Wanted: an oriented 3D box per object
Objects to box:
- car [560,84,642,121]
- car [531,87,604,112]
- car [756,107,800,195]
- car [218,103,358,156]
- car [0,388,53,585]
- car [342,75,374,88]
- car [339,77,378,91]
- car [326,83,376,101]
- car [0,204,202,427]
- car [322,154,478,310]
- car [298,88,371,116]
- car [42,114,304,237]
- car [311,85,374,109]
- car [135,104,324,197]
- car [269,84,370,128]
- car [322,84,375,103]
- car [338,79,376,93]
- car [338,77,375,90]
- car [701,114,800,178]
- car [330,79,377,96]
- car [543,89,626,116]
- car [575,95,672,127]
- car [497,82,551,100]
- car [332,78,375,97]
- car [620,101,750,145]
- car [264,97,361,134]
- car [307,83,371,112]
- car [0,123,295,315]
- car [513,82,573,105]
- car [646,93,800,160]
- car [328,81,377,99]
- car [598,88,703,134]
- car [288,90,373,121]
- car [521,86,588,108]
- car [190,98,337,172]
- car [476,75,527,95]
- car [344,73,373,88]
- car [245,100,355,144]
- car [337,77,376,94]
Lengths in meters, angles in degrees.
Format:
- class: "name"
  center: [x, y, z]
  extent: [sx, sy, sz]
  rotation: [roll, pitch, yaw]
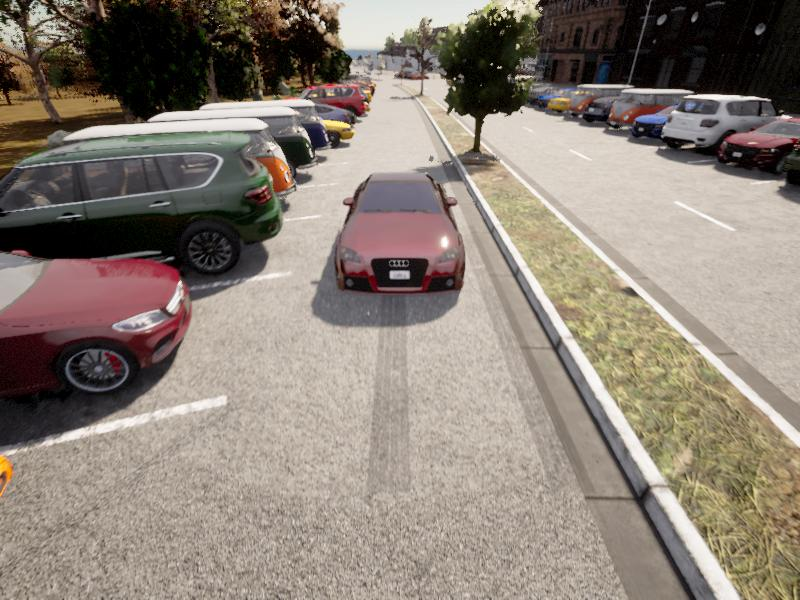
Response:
- class: "car"
  center: [13.226, -13.136, 26.496]
  extent: [4.442, 1.987, 1.878]
  rotation: [-10, 32, -18]
- class: "car"
  center: [13.301, -16.003, 31.852]
  extent: [5.008, 1.535, 2.097]
  rotation: [-10, 32, -18]
- class: "car"
  center: [13.379, -4.082, 10.952]
  extent: [5.566, 2.045, 2.435]
  rotation: [-10, 32, -18]
- class: "car"
  center: [-4.671, -7.322, 17.027]
  extent: [5.366, 1.575, 1.946]
  rotation: [-11, 32, -17]
- class: "car"
  center: [-4.796, 1.611, 1.493]
  extent: [4.553, 1.767, 2.185]
  rotation: [-11, 32, -17]
- class: "car"
  center: [-6.845, -35.778, 65.528]
  extent: [4.553, 1.767, 2.185]
  rotation: [-14, 33, -21]
- class: "car"
  center: [-6.218, -32.733, 60.550]
  extent: [5.366, 1.575, 1.946]
  rotation: [-14, 32, -20]
- class: "car"
  center: [-5.190, -22.238, 42.639]
  extent: [4.792, 1.488, 2.163]
  rotation: [-12, 32, -18]
- class: "car"
  center: [-4.829, 0.255, 4.143]
  extent: [4.674, 1.452, 2.002]
  rotation: [-11, 32, -17]
- class: "car"
  center: [-0.002, -1.516, 7.252]
  extent: [1.994, 1.385, 4.181]
  rotation: [0, 30, 0]
- class: "car"
  center: [-4.893, -14.782, 29.813]
  extent: [4.892, 1.521, 2.231]
  rotation: [-11, 32, -17]
- class: "car"
  center: [-4.726, -2.998, 9.183]
  extent: [4.442, 1.987, 1.878]
  rotation: [-11, 32, -17]
- class: "car"
  center: [-4.972, -17.774, 34.936]
  extent: [5.008, 1.535, 2.097]
  rotation: [-12, 32, -17]
- class: "car"
  center: [-4.732, -4.500, 11.754]
  extent: [4.442, 1.987, 1.878]
  rotation: [-11, 31, -17]
- class: "car"
  center: [-4.890, -11.997, 24.544]
  extent: [5.566, 2.045, 2.435]
  rotation: [-11, 32, -17]
- class: "car"
  center: [-5.151, -20.727, 40.054]
  extent: [4.792, 1.488, 2.163]
  rotation: [-12, 32, -18]
- class: "car"
  center: [-5.958, -29.675, 55.401]
  extent: [4.674, 1.452, 2.002]
  rotation: [-13, 33, -20]
- class: "car"
  center: [-6.789, -34.137, 62.965]
  extent: [5.366, 1.575, 1.946]
  rotation: [-14, 33, -20]
- class: "car"
  center: [13.354, -5.373, 13.660]
  extent: [5.008, 1.535, 2.097]
  rotation: [-10, 32, -18]
- class: "car"
  center: [-5.782, -26.691, 50.210]
  extent: [5.366, 1.575, 1.946]
  rotation: [-13, 33, -19]
- class: "car"
  center: [13.488, -14.519, 29.311]
  extent: [5.366, 1.575, 1.946]
  rotation: [-10, 32, -18]
- class: "car"
  center: [13.367, -11.423, 24.074]
  extent: [4.792, 1.488, 2.163]
  rotation: [-10, 32, -18]
- class: "car"
  center: [13.048, -22.102, 42.283]
  extent: [5.008, 1.535, 2.097]
  rotation: [-11, 32, -19]
- class: "car"
  center: [-5.495, -25.342, 47.651]
  extent: [4.553, 1.767, 2.185]
  rotation: [-12, 32, -19]
- class: "car"
  center: [13.350, -8.405, 18.850]
  extent: [5.008, 1.535, 2.097]
  rotation: [-10, 32, -18]
- class: "car"
  center: [-4.829, -10.268, 22.139]
  extent: [4.792, 1.488, 2.163]
  rotation: [-11, 32, -17]
- class: "car"
  center: [-4.906, -16.393, 32.320]
  extent: [4.553, 1.767, 2.185]
  rotation: [-11, 32, -17]
- class: "car"
  center: [-4.859, -1.490, 6.554]
  extent: [5.566, 2.045, 2.435]
  rotation: [-11, 32, -17]
- class: "car"
  center: [13.180, -19.159, 37.000]
  extent: [4.553, 1.767, 2.185]
  rotation: [-11, 32, -19]
- class: "car"
  center: [13.376, -7.113, 16.140]
  extent: [5.566, 2.045, 2.435]
  rotation: [-10, 32, -18]
- class: "car"
  center: [-5.324, -23.746, 45.165]
  extent: [5.008, 1.535, 2.097]
  rotation: [-12, 32, -19]
- class: "car"
  center: [13.240, -10.096, 21.294]
  extent: [4.442, 1.987, 1.878]
  rotation: [-10, 32, -18]
- class: "car"
  center: [-4.704, -13.325, 27.305]
  extent: [5.366, 1.575, 1.946]
  rotation: [-11, 32, -17]
- class: "car"
  center: [13.242, -17.526, 34.458]
  extent: [4.892, 1.521, 2.231]
  rotation: [-10, 32, -18]
- class: "car"
  center: [-4.737, -6.002, 14.326]
  extent: [4.442, 1.987, 1.878]
  rotation: [-11, 32, -17]
- class: "car"
  center: [12.673, -26.881, 49.958]
  extent: [5.566, 2.045, 2.435]
  rotation: [-12, 33, -20]
- class: "car"
  center: [-7.045, -37.372, 68.057]
  extent: [4.442, 1.987, 1.878]
  rotation: [-14, 33, -21]
- class: "car"
  center: [-4.876, -8.753, 19.546]
  extent: [4.792, 1.488, 2.163]
  rotation: [-11, 32, -17]
- class: "car"
  center: [-5.750, -28.333, 52.774]
  extent: [4.553, 1.767, 2.185]
  rotation: [-13, 33, -19]
